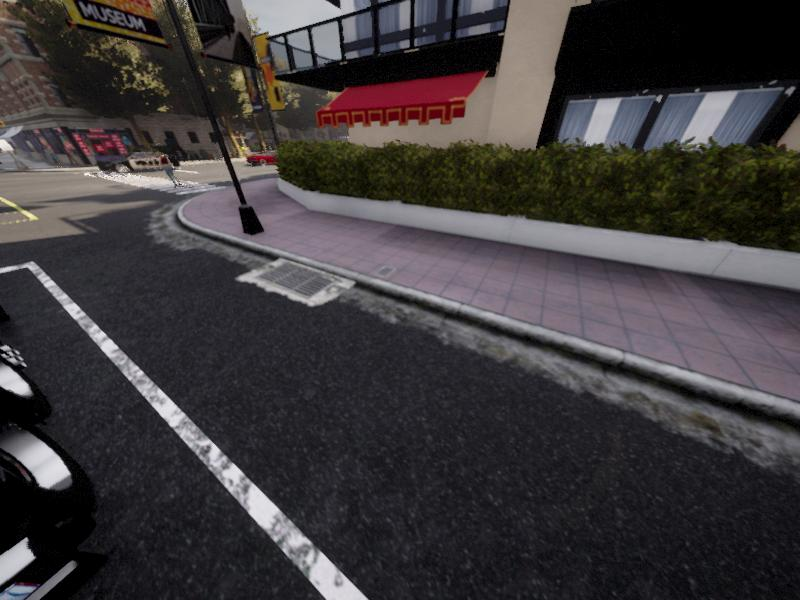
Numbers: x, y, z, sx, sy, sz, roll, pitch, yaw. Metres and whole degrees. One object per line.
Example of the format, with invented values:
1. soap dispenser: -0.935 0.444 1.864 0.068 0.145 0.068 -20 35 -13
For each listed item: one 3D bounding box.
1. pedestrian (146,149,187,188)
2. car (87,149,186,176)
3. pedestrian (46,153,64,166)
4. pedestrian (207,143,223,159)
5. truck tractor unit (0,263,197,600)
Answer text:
1. pedestrian: -13.441 -7.612 13.372 0.751 1.860 0.751 16 38 21
2. car: -22.688 -12.146 20.193 1.930 1.638 5.238 23 41 29
3. pedestrian: -35.046 -14.235 23.461 0.500 1.100 0.500 18 39 24
4. pedestrian: -25.015 -20.208 31.292 0.751 1.860 0.751 14 37 20
5. truck tractor unit: -5.108 -0.305 0.776 6.516 4.208 3.053 19 39 24
